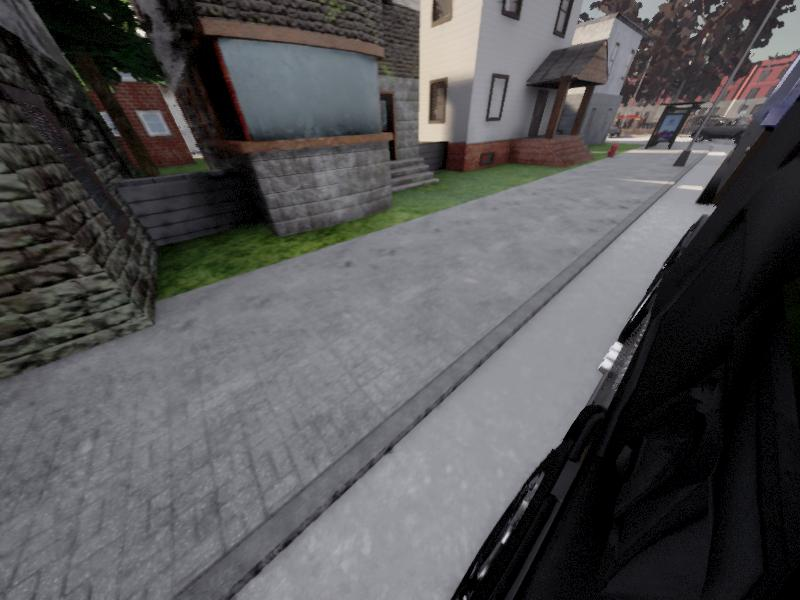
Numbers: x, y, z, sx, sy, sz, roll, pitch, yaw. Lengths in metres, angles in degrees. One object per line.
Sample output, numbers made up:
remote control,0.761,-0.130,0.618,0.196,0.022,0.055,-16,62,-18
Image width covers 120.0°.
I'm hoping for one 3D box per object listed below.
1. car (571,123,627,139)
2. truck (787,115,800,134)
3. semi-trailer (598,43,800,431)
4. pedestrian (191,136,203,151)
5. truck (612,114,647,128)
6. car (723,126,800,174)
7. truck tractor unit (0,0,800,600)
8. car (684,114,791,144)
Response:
car,25.731,-21.927,30.020,2.128,1.511,4.902,-28,44,-30
truck,47.548,-20.971,25.591,8.468,3.827,2.891,-28,44,-30
semi-trailer,8.694,-3.602,4.241,14.254,4.402,2.717,-28,44,-30
pedestrian,-31.279,-24.066,35.590,0.751,1.860,0.751,-25,42,-27
truck,56.071,-43.768,56.497,2.627,2.467,5.204,-29,44,-30
car,18.066,-7.417,11.193,4.902,1.511,2.128,-28,44,-30
truck tractor unit,2.645,-0.295,0.352,6.516,4.208,3.053,-28,44,-30
car,28.692,-14.716,19.978,1.932,1.855,4.605,-6,37,-7
